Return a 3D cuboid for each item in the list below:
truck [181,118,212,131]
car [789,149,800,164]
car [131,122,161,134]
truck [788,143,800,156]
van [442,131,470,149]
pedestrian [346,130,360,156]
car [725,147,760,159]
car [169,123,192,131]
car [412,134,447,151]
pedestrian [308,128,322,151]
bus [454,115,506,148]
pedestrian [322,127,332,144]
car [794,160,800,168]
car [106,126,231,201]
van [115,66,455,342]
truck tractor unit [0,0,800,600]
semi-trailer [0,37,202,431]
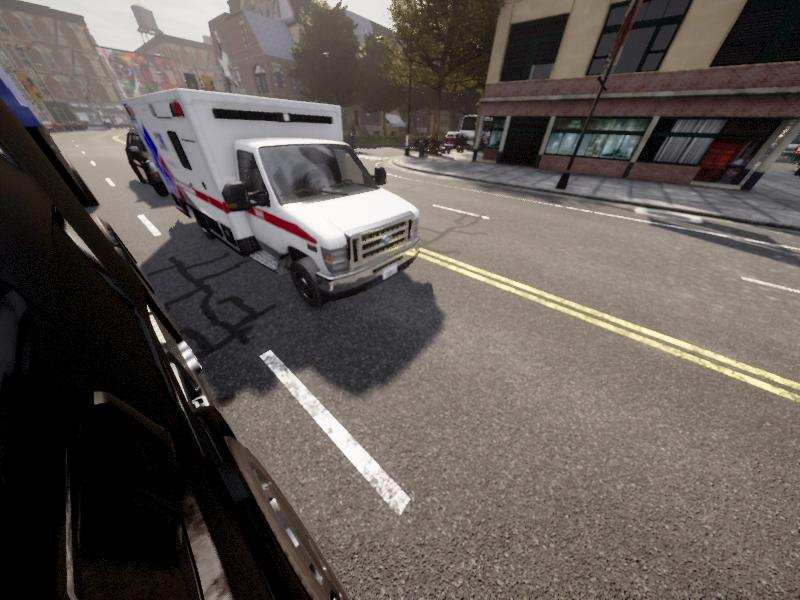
[{"bbox_3d":[-51.573,-44.567,58.788,2.627,2.467,5.204,7,37,6],"label":"truck"},{"bbox_3d":[59.291,-20.641,33.338,1.851,1.617,3.988,28,43,30],"label":"car"},{"bbox_3d":[-43.942,-29.911,40.148,1.930,1.638,5.238,-16,40,-22],"label":"car"},{"bbox_3d":[95.611,-35.240,54.280,2.627,2.467,5.204,28,43,30],"label":"truck"},{"bbox_3d":[8.635,-24.527,35.437,2.069,2.038,4.480,28,43,30],"label":"van"},{"bbox_3d":[-4.306,-14.379,21.157,0.751,1.860,0.751,21,41,24],"label":"pedestrian"},{"bbox_3d":[58.869,-25.359,39.696,5.366,1.575,1.801,-14,39,-21],"label":"car"},{"bbox_3d":[-55.234,-43.674,58.293,1.970,1.475,3.806,5,37,3],"label":"car"},{"bbox_3d":[3.973,-21.152,30.966,1.930,1.638,5.238,27,43,30],"label":"car"},{"bbox_3d":[-8.677,-16.409,23.654,0.751,1.860,0.751,28,44,31],"label":"pedestrian"},{"bbox_3d":[14.140,-29.300,40.315,3.944,4.253,10.273,28,43,30],"label":"bus"},{"bbox_3d":[-9.921,-22.372,31.369,0.751,1.860,0.751,24,42,26],"label":"pedestrian"},{"bbox_3d":[46.140,-14.914,24.990,1.837,1.490,4.892,25,42,27],"label":"car"},{"bbox_3d":[-8.748,-5.310,8.713,4.605,1.855,1.932,28,43,30],"label":"car"},{"bbox_3d":[-2.545,-2.252,4.470,6.366,2.431,2.351,28,44,30],"label":"van"},{"bbox_3d":[-2.645,-0.295,0.351,6.516,4.208,3.053,28,44,30],"label":"truck tractor unit"},{"bbox_3d":[-8.753,-3.548,4.202,14.254,4.402,2.717,27,43,29],"label":"semi-trailer"}]
